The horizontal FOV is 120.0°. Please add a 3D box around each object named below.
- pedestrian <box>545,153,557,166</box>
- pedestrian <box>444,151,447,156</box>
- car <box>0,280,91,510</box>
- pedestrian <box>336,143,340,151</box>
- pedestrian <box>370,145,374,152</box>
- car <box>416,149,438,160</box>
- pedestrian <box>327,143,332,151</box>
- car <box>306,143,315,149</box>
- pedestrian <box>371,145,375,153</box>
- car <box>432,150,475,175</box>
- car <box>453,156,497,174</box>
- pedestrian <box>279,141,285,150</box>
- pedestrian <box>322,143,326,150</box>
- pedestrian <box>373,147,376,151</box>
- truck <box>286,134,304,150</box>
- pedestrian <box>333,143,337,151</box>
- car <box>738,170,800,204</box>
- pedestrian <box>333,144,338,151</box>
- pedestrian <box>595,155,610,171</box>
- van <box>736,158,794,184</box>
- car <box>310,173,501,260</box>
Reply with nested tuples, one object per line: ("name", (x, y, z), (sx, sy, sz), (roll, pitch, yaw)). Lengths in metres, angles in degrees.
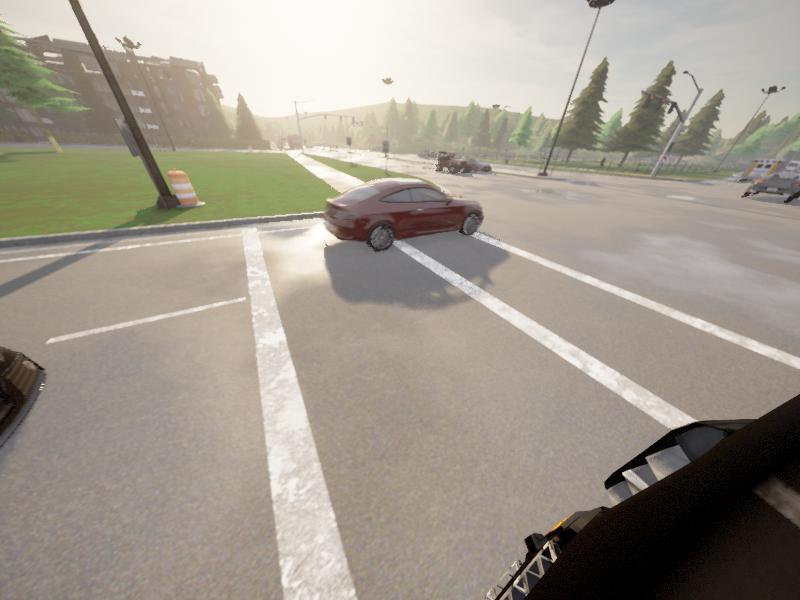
("pedestrian", (25.506, -23.705, 39.013), (0.751, 1.860, 0.751), (-13, 37, -22))
("pedestrian", (12.022, -38.886, 61.490), (0.500, 1.100, 0.500), (-14, 37, -23))
("car", (-4.698, 1.184, 0.556), (4.181, 1.385, 1.994), (-16, 38, -26))
("pedestrian", (-18.058, -44.544, 67.257), (0.751, 1.860, 0.751), (-18, 39, -27))
("pedestrian", (-8.904, -47.943, 73.222), (0.751, 1.860, 0.751), (23, 39, 28))
("car", (5.564, -30.452, 48.284), (1.930, 1.638, 5.238), (-16, 38, -25))
("pedestrian", (-20.016, -43.464, 65.785), (0.751, 1.860, 0.751), (-22, 41, -32))
("car", (-32.345, -55.570, 83.423), (1.837, 1.490, 4.892), (-16, 38, -26))
("pedestrian", (-8.417, -47.495, 72.605), (0.751, 1.860, 0.751), (-21, 40, -31))
("car", (5.287, -13.846, 23.217), (1.905, 1.878, 3.866), (-16, 38, -25))
("car", (8.054, -14.770, 25.254), (1.994, 1.385, 4.181), (-16, 38, -25))
("pedestrian", (-29.066, -38.085, 56.866), (0.751, 1.860, 0.751), (-16, 38, -25))
("pedestrian", (-25.157, -50.813, 76.427), (0.751, 1.860, 0.751), (-18, 39, -28))
("pedestrian", (-9.270, -54.456, 83.142), (0.751, 1.300, 0.751), (-11, 36, -20))
("truck", (-32.427, -48.929, 71.404), (2.891, 3.827, 8.468), (-16, 38, -26))
("pedestrian", (-19.484, -45.562, 68.755), (0.751, 1.860, 0.751), (-16, 38, -26))
("car", (26.512, -7.978, 16.104), (5.027, 1.651, 2.152), (-16, 38, -26))
("pedestrian", (-18.697, -44.040, 66.735), (0.751, 1.860, 0.751), (29, 42, 34))
("pedestrian", (28.918, -19.521, 32.987), (0.751, 1.860, 0.751), (-14, 37, -23))
("van", (44.855, -15.876, 28.409), (6.366, 2.431, 2.351), (-16, 38, -26))
("car", (0.268, -2.535, 6.378), (4.674, 1.442, 1.812), (-16, 38, -26))
